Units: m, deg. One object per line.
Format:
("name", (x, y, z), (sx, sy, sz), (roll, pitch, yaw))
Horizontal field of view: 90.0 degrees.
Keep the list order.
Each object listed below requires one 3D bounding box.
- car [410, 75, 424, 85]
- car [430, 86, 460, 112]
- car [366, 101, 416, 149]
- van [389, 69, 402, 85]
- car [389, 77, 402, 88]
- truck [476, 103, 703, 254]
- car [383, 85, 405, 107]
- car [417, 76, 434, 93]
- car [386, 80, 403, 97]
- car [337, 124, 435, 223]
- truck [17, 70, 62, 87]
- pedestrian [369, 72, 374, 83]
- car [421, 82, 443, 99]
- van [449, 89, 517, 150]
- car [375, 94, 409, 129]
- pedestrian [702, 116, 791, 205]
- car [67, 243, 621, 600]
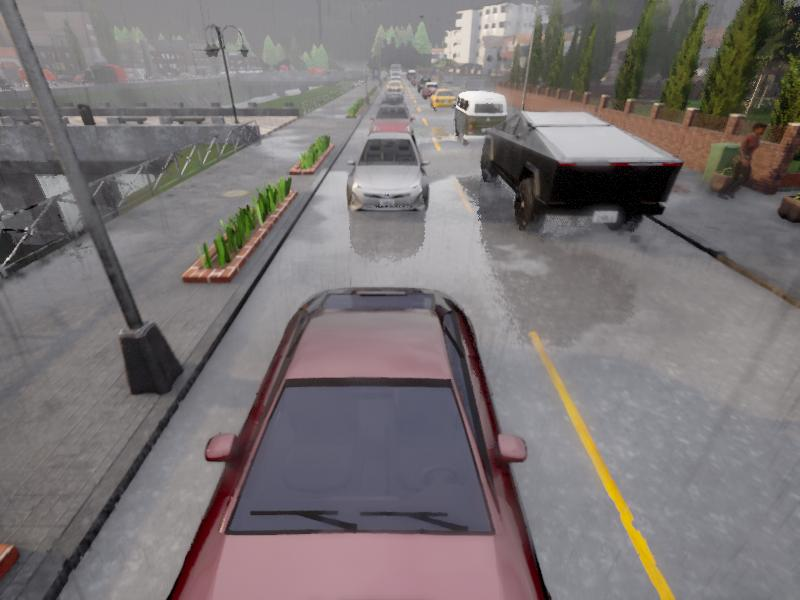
("car", (3.177, -41.493, 75.388), (2.242, 1.667, 4.611), (0, 30, 0))
("car", (3.478, -16.183, 32.088), (1.801, 1.575, 5.366), (0, 30, 0))
("car", (-0.333, -8.152, 18.417), (2.007, 1.525, 4.514), (0, 30, 0))
("van", (-0.840, -43.121, 77.277), (2.351, 2.431, 6.366), (0, 30, 0))
("car", (-0.755, -36.204, 66.493), (1.994, 1.385, 4.181), (0, 30, 0))
("truck", (3.658, -3.353, 9.649), (2.390, 2.098, 6.274), (0, 30, 0))
("car", (-0.512, -18.136, 35.479), (1.845, 1.501, 3.633), (0, 30, 0))
("car", (3.345, -28.657, 53.117), (1.932, 1.855, 4.605), (0, 31, 0))
("car", (-0.601, -24.986, 47.176), (1.882, 1.535, 5.008), (0, 30, 0))
("car", (-0.276, -3.534, 10.525), (2.007, 1.525, 4.514), (0, 30, 0))
("truck", (-62.482, -38.614, 69.521), (2.627, 2.467, 5.204), (0, 30, 0))
("pedestrian", (-5.546, -42.799, 77.042), (0.751, 1.860, 0.751), (4, 31, 7))
("car", (3.400, -22.641, 43.229), (1.970, 1.475, 3.806), (0, 30, 0))
("van", (3.592, -8.341, 18.235), (2.069, 2.038, 4.480), (0, 31, 0))
("car", (-0.468, -11.318, 23.878), (1.816, 1.474, 4.193), (0, 31, -1))
("pedestrian", (8.261, -3.347, 9.623), (0.751, 1.860, 0.751), (-9, 32, -15))
("car", (-0.202, 1.021, 2.928), (1.994, 1.385, 4.181), (0, 30, 0))
